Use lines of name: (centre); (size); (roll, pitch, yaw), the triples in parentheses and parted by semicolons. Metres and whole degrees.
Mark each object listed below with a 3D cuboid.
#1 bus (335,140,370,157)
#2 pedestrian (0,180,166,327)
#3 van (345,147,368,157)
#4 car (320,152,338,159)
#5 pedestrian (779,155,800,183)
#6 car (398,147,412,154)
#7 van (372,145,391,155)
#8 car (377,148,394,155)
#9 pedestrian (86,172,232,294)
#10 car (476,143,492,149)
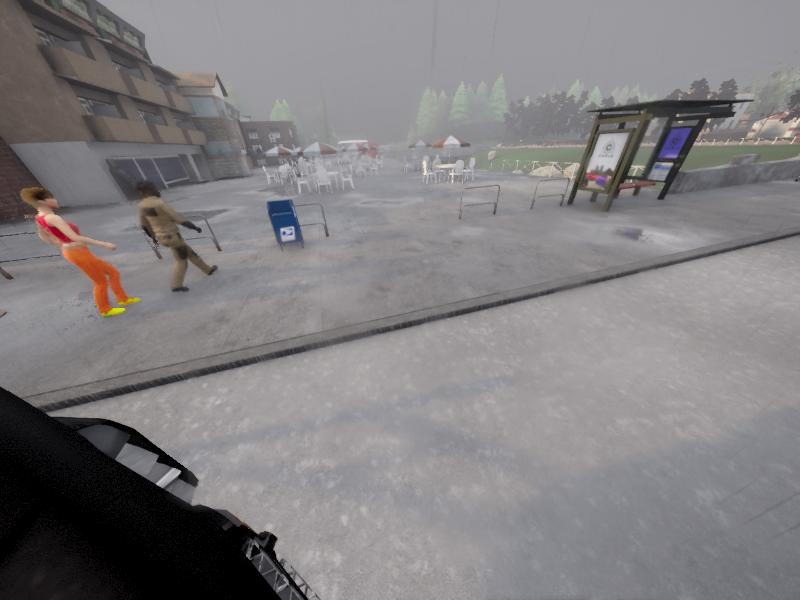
bus: (-15.564, -49.370, 75.332); (10.273, 4.253, 3.944); (-12, 35, -13)
pedestrian: (-4.602, -0.647, 3.355); (0.751, 1.860, 0.751); (14, 37, 23)
van: (-13.672, -46.743, 72.888); (6.366, 2.431, 2.351); (-12, 35, -13)
car: (-21.810, -44.703, 71.234); (4.974, 1.542, 2.038); (-12, 35, -13)
pedestrian: (17.299, -5.915, 9.532); (0.751, 1.860, 0.751); (-12, 35, -13)
car: (1.732, -51.982, 80.118); (4.553, 1.767, 2.097); (-12, 35, -13)
van: (-6.217, -50.672, 78.063); (5.915, 2.561, 1.988); (-12, 35, -13)
car: (-4.768, -48.255, 75.169); (4.856, 1.649, 2.033); (-12, 35, -13)
pedestrian: (-3.953, -1.117, 4.009); (0.751, 1.860, 0.751); (4, 34, 11)
car: (30.331, -55.521, 83.304); (4.856, 1.649, 2.033); (-12, 35, -13)
